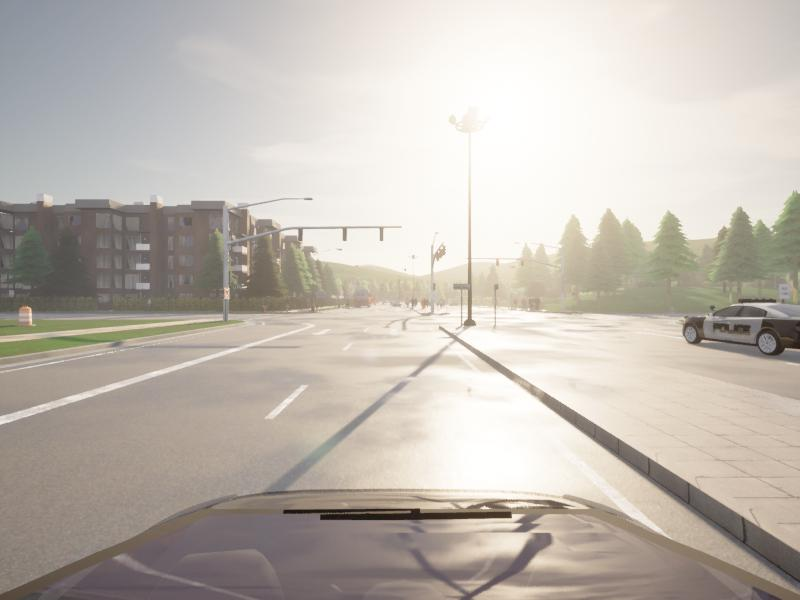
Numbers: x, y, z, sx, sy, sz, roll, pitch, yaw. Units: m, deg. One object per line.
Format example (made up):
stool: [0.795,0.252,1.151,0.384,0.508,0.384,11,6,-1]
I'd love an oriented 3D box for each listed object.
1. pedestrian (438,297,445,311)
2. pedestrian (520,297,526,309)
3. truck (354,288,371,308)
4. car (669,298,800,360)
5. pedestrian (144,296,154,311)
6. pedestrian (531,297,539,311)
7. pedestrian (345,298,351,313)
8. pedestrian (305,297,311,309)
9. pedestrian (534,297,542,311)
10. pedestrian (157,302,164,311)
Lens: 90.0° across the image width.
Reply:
pedestrian: [5.504,0.485,53.278,0.751,1.860,0.751,0,0,-6]
pedestrian: [19.034,0.473,61.712,0.751,1.860,0.751,0,0,7]
truck: [-7.622,-0.325,81.983,2.891,3.827,8.468,0,0,-1]
car: [11.476,0.771,13.033,1.930,1.638,5.238,0,0,0]
pedestrian: [-31.429,0.485,50.161,0.751,1.860,0.751,0,0,9]
pedestrian: [17.862,0.473,53.111,0.751,1.860,0.751,0,0,-6]
pedestrian: [-6.571,0.637,50.337,0.751,1.860,0.751,0,0,-5]
pedestrian: [-13.861,0.485,60.580,0.751,1.860,0.751,0,0,0]
pedestrian: [18.624,0.473,53.936,0.751,1.860,0.751,0,0,-37]
pedestrian: [-30.381,0.865,50.712,0.500,1.100,0.500,0,0,1]
